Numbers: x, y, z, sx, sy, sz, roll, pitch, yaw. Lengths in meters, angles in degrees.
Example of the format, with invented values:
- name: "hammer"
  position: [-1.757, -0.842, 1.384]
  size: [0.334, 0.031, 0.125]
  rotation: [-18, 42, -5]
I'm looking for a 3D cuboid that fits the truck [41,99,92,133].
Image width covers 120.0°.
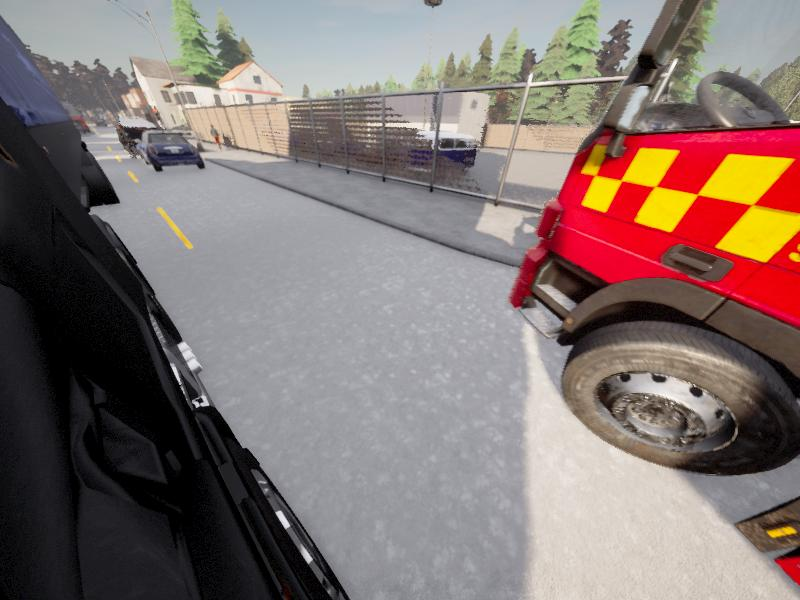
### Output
- name: "truck"
  position: [-52.667, -29.105, 36.793]
  size: [8.468, 3.827, 2.891]
  rotation: [30, 45, 32]

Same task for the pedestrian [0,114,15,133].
- name: "pedestrian"
  position: [-50.101, -22.198, 29.048]
  size: [0.751, 1.860, 0.751]
  rotation: [-24, 44, -31]

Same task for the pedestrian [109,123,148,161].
- name: "pedestrian"
  position: [-16.418, -9.545, 13.989]
  size: [0.751, 1.860, 0.751]
  rotation: [31, 45, 33]

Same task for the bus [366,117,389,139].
- name: "bus"
  position: [-5.888, -44.765, 60.072]
  size: [3.944, 4.253, 10.273]
  rotation: [-9, 39, -12]

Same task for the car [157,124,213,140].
- name: "car"
  position: [-29.238, -22.938, 31.583]
  size: [5.238, 1.638, 1.930]
  rotation: [-27, 46, -34]

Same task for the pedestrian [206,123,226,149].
- name: "pedestrian"
  position: [-16.646, -14.808, 20.903]
  size: [0.751, 1.860, 0.751]
  rotation: [-21, 43, -29]

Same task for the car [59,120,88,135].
- name: "car"
  position: [-46.645, -24.680, 33.058]
  size: [3.705, 1.549, 1.789]
  rotation: [30, 45, 32]

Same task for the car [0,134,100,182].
- name: "car"
  position: [-15.609, -6.536, 10.427]
  size: [4.181, 1.385, 1.994]
  rotation: [30, 45, 32]

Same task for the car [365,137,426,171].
- name: "car"
  position: [-0.354, -9.679, 15.228]
  size: [3.705, 1.547, 1.789]
  rotation: [30, 45, 32]

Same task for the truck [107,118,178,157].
- name: "truck"
  position: [-19.515, -12.359, 17.457]
  size: [6.274, 2.098, 2.390]
  rotation: [30, 45, 32]

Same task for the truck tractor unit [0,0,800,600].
- name: "truck tractor unit"
  position: [-2.645, -0.295, 0.352]
  size: [6.516, 4.208, 3.053]
  rotation: [28, 44, 30]

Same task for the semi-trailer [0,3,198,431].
- name: "semi-trailer"
  position: [-8.517, -3.702, 4.426]
  size: [14.254, 4.402, 2.717]
  rotation: [30, 45, 32]

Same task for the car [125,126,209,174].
- name: "car"
  position: [-12.723, -8.288, 12.591]
  size: [4.553, 1.767, 2.097]
  rotation: [30, 45, 32]
